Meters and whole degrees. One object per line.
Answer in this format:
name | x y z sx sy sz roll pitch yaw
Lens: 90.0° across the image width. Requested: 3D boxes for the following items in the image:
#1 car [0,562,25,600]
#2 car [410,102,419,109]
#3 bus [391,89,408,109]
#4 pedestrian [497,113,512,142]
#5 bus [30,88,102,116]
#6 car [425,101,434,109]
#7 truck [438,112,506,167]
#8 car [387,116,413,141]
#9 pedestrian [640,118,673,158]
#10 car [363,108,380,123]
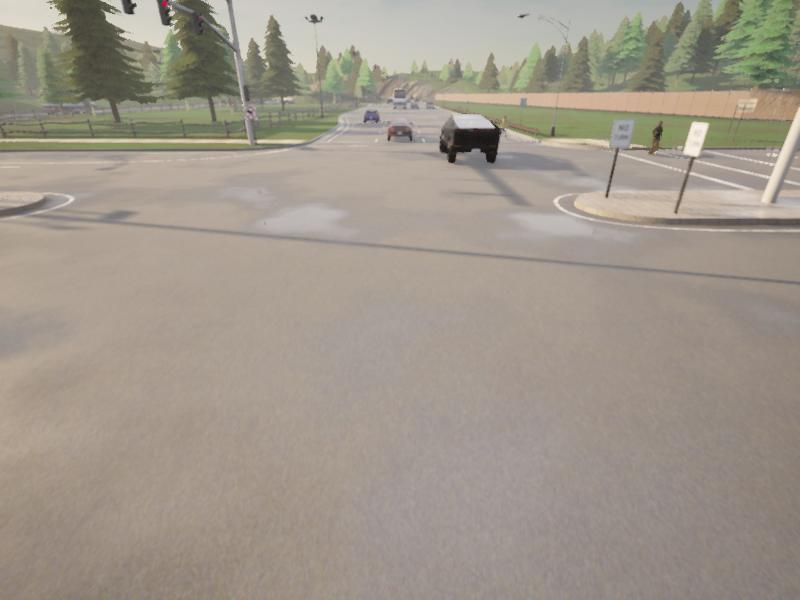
car | -3.498 2.211 0.601 1.851 1.617 3.988 0 27 0
car | 3.486 -47.236 97.044 2.033 1.411 5.357 0 27 0
bus | -0.142 -49.307 97.988 3.944 4.253 10.273 0 27 0
pedestrian | 7.287 -12.098 28.046 0.751 1.860 0.751 4 27 8
bus | -61.000 -36.571 73.699 3.944 4.253 10.273 0 27 0
car | 6.987 -45.885 94.252 1.851 1.617 3.988 0 27 0
truck | 3.496 -8.584 21.024 2.390 2.098 6.274 0 27 0
car | -0.010 -13.232 30.821 1.812 1.442 4.674 0 27 0
pedestrian | 13.474 -8.533 21.048 0.751 1.860 0.751 -2 27 -3
car | -3.509 -23.124 50.080 1.816 1.474 4.193 0 27 0
